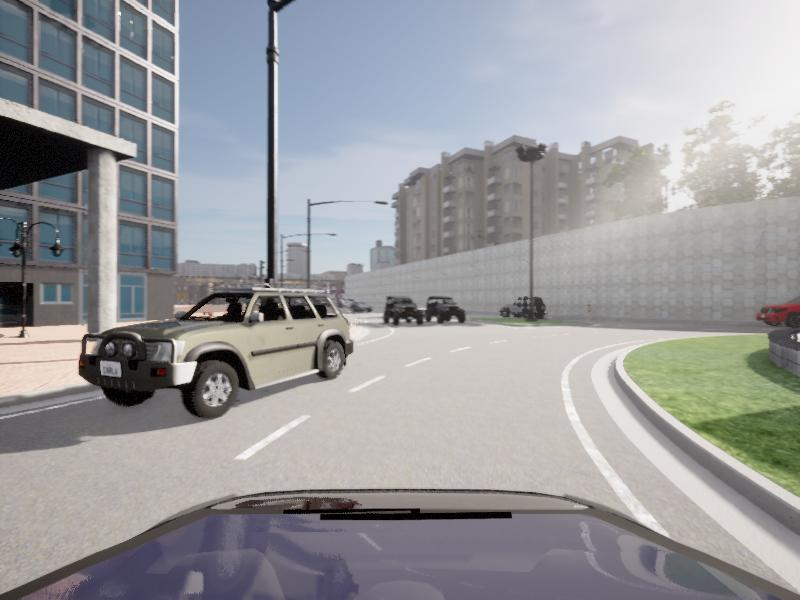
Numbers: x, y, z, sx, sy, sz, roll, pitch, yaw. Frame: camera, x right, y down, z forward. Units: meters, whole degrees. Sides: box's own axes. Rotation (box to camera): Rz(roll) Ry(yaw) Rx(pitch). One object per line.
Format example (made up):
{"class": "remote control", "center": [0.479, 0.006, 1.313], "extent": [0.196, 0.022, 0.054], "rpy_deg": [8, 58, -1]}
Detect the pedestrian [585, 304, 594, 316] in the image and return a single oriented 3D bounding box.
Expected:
{"class": "pedestrian", "center": [17.928, 0.915, 37.836], "extent": [0.500, 1.100, 0.500], "rpy_deg": [0, 0, -24]}

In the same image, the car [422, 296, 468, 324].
{"class": "car", "center": [3.122, 0.667, 28.689], "extent": [1.905, 1.878, 3.866], "rpy_deg": [0, 0, -17]}

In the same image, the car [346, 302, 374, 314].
{"class": "car", "center": [-5.086, 0.914, 50.053], "extent": [2.033, 1.411, 5.357], "rpy_deg": [0, 0, -23]}

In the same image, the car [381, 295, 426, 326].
{"class": "car", "center": [0.127, 0.661, 26.515], "extent": [1.905, 1.878, 3.866], "rpy_deg": [0, 0, -17]}

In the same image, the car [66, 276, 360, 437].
{"class": "car", "center": [-2.680, 0.652, 7.092], "extent": [1.932, 1.855, 4.605], "rpy_deg": [0, 0, 23]}

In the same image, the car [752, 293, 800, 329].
{"class": "car", "center": [24.410, 0.620, 23.276], "extent": [5.566, 2.045, 2.150], "rpy_deg": [0, 0, 14]}

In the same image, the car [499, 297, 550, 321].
{"class": "car", "center": [10.436, 0.682, 33.759], "extent": [1.905, 1.878, 3.866], "rpy_deg": [0, 0, -32]}
